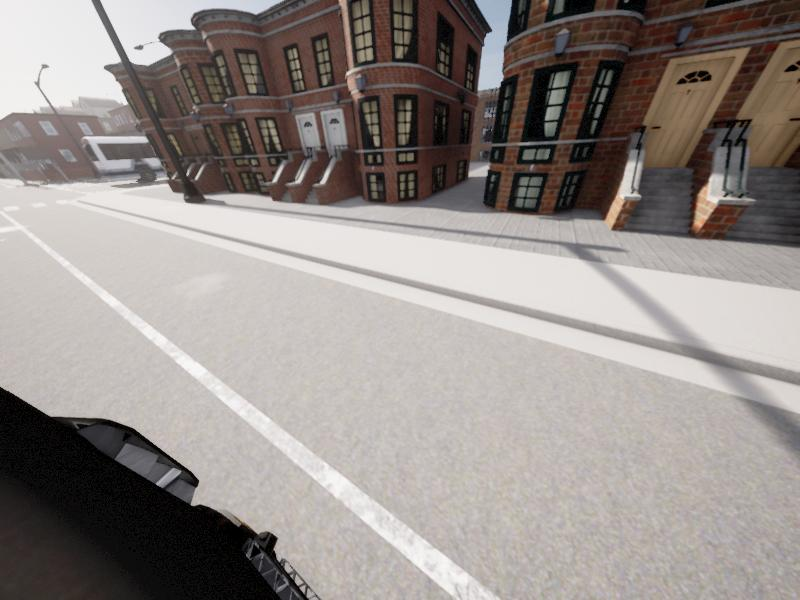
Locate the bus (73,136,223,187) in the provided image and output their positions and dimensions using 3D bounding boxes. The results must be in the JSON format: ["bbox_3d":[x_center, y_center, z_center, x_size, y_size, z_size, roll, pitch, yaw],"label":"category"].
[{"bbox_3d":[-27.932,-16.258,26.725,3.944,4.253,10.273,16,38,26],"label":"bus"}]
